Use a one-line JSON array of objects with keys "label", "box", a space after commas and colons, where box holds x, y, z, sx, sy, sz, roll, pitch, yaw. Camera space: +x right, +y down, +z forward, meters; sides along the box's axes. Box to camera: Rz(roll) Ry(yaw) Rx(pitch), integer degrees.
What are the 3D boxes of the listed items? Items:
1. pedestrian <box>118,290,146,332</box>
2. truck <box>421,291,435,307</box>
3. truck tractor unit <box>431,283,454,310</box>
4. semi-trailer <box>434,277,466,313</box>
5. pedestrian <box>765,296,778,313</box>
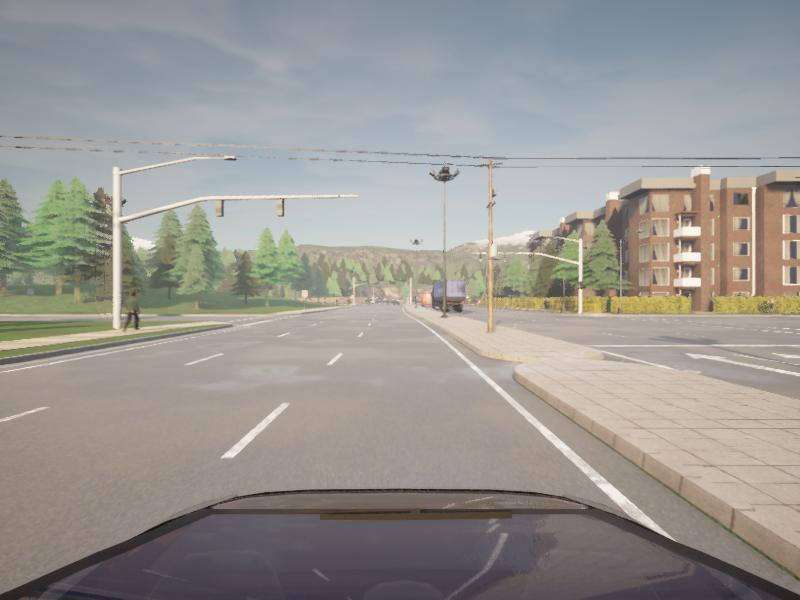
[{"label": "pedestrian", "box": [-12.036, 0.485, 18.012, 0.751, 1.860, 0.751, 0, 0, 2]}, {"label": "truck", "box": [6.791, -0.319, 98.767, 2.891, 3.827, 8.468, 0, 0, 0]}, {"label": "truck tractor unit", "box": [6.759, -0.520, 64.793, 3.053, 4.208, 6.516, 0, 0, 0]}, {"label": "semi-trailer", "box": [6.828, -0.618, 56.878, 2.717, 4.402, 14.254, 0, 0, -1]}, {"label": "pedestrian", "box": [40.697, 0.485, 43.849, 0.751, 1.860, 0.751, 0, 0, 1]}]
